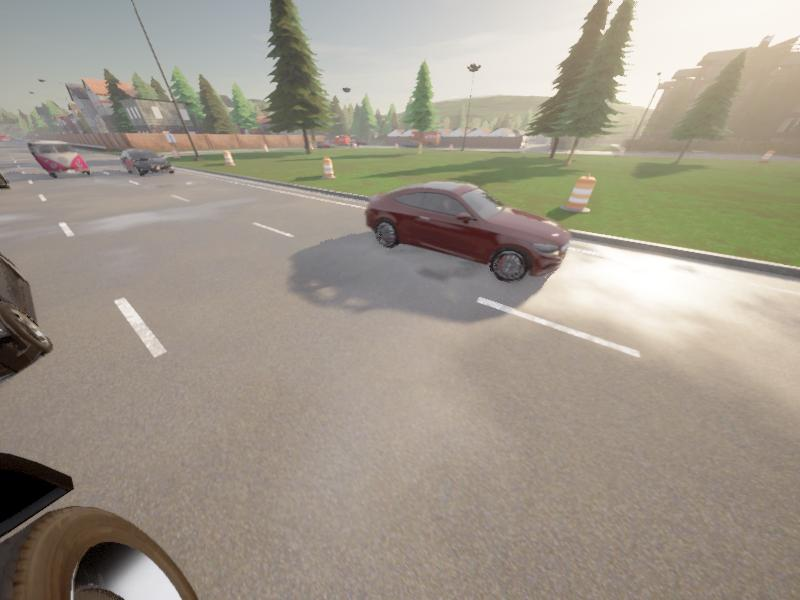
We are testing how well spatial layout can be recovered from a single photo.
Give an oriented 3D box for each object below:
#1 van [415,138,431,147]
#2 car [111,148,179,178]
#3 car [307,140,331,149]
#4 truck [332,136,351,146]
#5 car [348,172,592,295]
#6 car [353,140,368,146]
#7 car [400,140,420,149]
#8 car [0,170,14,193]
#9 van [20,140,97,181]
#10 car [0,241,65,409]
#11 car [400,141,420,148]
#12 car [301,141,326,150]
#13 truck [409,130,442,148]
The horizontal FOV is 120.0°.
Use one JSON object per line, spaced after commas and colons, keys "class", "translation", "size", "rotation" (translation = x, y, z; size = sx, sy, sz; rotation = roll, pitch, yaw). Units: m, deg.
{"class": "van", "translation": [6.639, -45.741, 67.157], "size": [4.442, 1.987, 1.775], "rotation": [22, 41, 28]}
{"class": "car", "translation": [-17.991, -9.716, 16.267], "size": [4.892, 1.490, 1.837], "rotation": [22, 41, 28]}
{"class": "car", "translation": [-18.801, -36.148, 53.738], "size": [4.611, 1.667, 2.242], "rotation": [-24, 42, -30]}
{"class": "truck", "translation": [-17.924, -48.603, 70.610], "size": [5.204, 2.467, 2.627], "rotation": [22, 41, 28]}
{"class": "car", "translation": [1.227, -1.868, 5.318], "size": [4.674, 1.442, 1.812], "rotation": [22, 41, 28]}
{"class": "car", "translation": [-12.828, -51.040, 74.972], "size": [4.792, 1.488, 2.163], "rotation": [22, 41, 28]}
{"class": "car", "translation": [2.565, -39.826, 59.123], "size": [4.611, 1.667, 2.242], "rotation": [22, 41, 28]}
{"class": "car", "translation": [-21.613, -6.322, 11.311], "size": [5.027, 1.651, 2.152], "rotation": [22, 41, 28]}
{"class": "van", "translation": [-22.172, -9.159, 15.018], "size": [4.442, 1.987, 1.775], "rotation": [22, 41, 28]}
{"class": "car", "translation": [-6.075, 0.115, 2.525], "size": [4.181, 1.385, 1.994], "rotation": [22, 41, 28]}
{"class": "car", "translation": [2.703, -42.155, 62.600], "size": [5.027, 1.651, 2.152], "rotation": [22, 41, 28]}
{"class": "car", "translation": [-18.754, -33.495, 50.045], "size": [4.514, 1.525, 2.007], "rotation": [-29, 44, -35]}
{"class": "truck", "translation": [6.813, -43.963, 63.034], "size": [8.468, 3.827, 2.891], "rotation": [22, 41, 28]}
